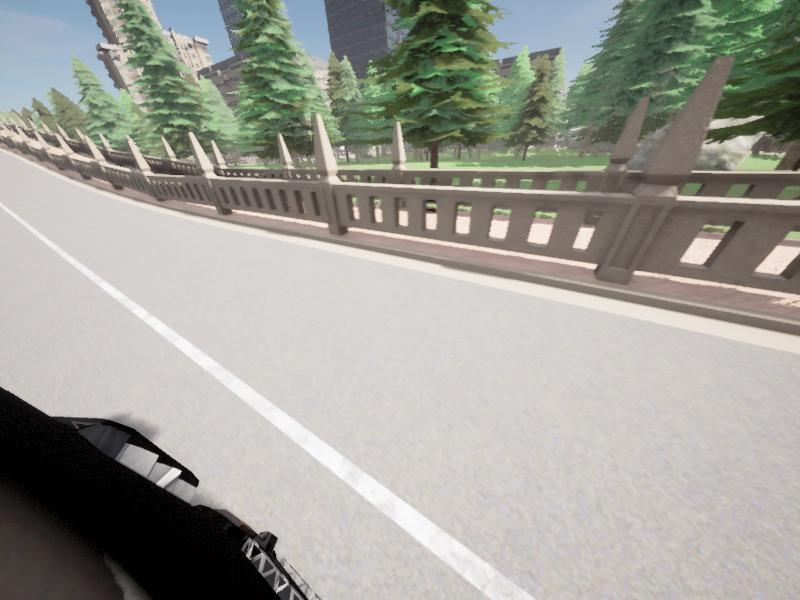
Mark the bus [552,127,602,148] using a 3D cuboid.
[{"bbox_3d":[50.072,-46.277,65.897,10.273,4.253,3.944,16,38,26],"label":"bus"}]
